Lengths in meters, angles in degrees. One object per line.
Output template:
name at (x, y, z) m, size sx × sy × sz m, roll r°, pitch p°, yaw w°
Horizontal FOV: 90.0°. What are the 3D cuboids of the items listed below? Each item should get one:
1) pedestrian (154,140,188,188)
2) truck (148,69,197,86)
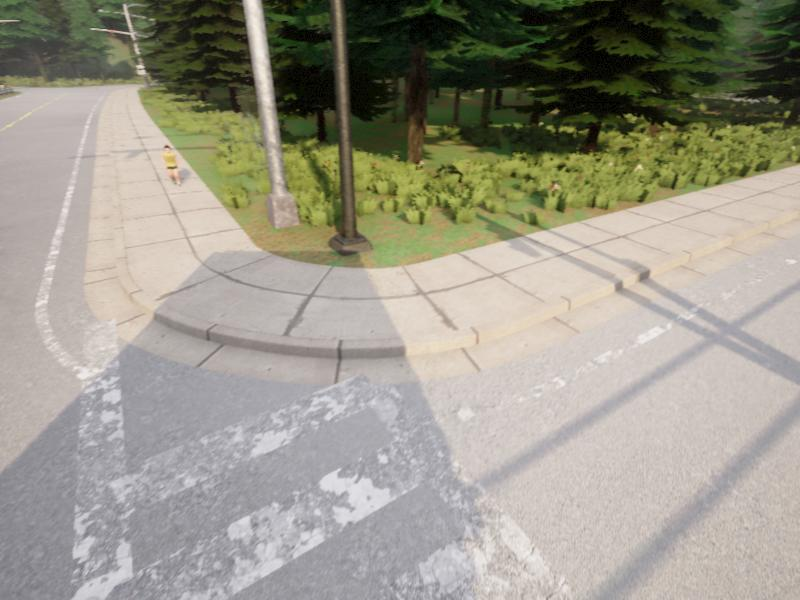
pedestrian at (-6.030, -3.600, 10.563) m, size 0.500 × 1.100 × 0.500 m, roll -12°, pitch 33°, yaw -20°
truck at (-35.858, -35.205, 63.233) m, size 2.390 × 2.098 × 6.274 m, roll 14°, pitch 33°, yaw 22°
